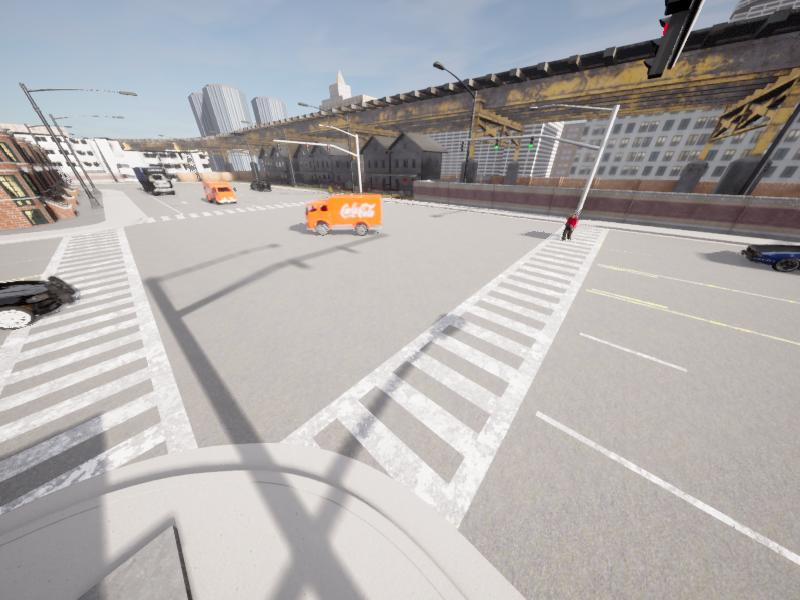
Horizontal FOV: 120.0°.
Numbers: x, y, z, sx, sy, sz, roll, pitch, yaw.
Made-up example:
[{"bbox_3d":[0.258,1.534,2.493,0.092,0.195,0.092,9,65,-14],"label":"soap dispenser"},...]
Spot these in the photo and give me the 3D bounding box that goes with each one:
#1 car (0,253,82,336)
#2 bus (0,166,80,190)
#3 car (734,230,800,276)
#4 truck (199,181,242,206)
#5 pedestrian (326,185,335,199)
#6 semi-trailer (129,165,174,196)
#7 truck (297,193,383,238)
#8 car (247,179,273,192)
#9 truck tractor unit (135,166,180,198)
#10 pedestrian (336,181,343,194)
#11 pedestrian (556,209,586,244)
[{"bbox_3d":[-12.817,0.420,5.934,1.930,1.638,5.238,23,37,34],"label":"car"},{"bbox_3d":[-78.710,-26.307,49.624,10.273,4.253,3.944,-22,35,-32],"label":"bus"},{"bbox_3d":[19.105,-1.643,9.755,5.357,1.411,2.033,24,38,35],"label":"car"},{"bbox_3d":[-23.099,-13.766,29.676,5.204,2.467,2.627,24,38,35],"label":"truck"},{"bbox_3d":[-10.202,-15.853,33.851,0.751,1.860,0.751,16,34,25],"label":"pedestrian"},{"bbox_3d":[-45.363,-22.001,41.989,14.254,4.402,2.717,24,37,35],"label":"semi-trailer"},{"bbox_3d":[-3.847,-5.970,16.167,5.204,2.467,2.627,-1,29,-2],"label":"truck"},{"bbox_3d":[-27.267,-22.396,45.050,5.566,2.045,2.150,24,38,35],"label":"car"},{"bbox_3d":[-39.394,-19.316,37.532,6.516,4.208,3.053,23,37,35],"label":"truck tractor unit"},{"bbox_3d":[-10.193,-18.973,38.952,0.751,1.860,0.751,-23,37,-34],"label":"pedestrian"},{"bbox_3d":[10.501,-4.527,14.234,0.751,1.860,0.751,-15,33,-24],"label":"pedestrian"}]
